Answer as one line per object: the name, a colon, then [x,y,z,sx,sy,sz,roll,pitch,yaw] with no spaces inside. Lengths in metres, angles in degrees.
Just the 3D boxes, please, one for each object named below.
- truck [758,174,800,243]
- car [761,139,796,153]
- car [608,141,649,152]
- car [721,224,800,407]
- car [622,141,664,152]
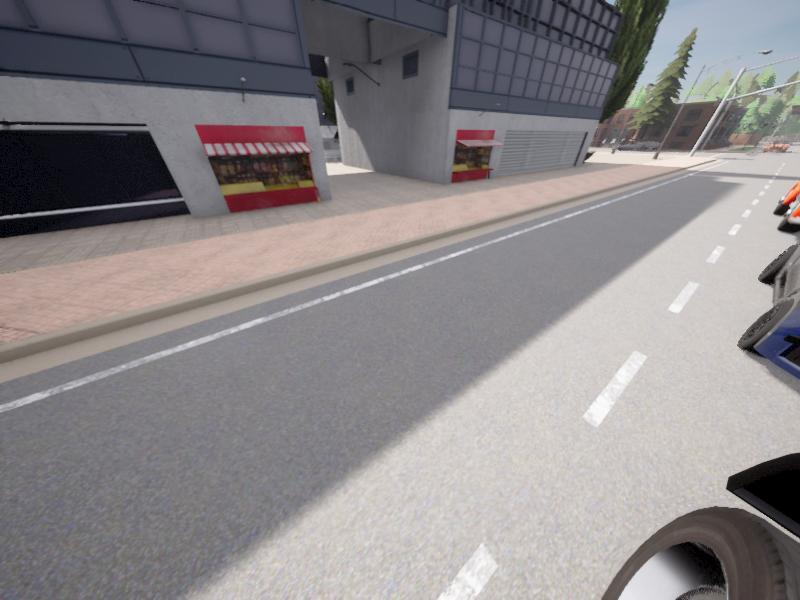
truck: [12.734,-3.034,5.983,5.204,2.467,2.627,-22,41,-28]
car: [59.272,-24.112,36.149,4.553,1.767,2.097,-22,41,-28]
car: [40.409,-27.201,40.959,2.007,1.525,4.514,-22,41,-28]
car: [6.274,-0.086,2.547,4.611,1.667,2.242,-22,41,-28]
car: [43.902,-27.871,41.865,2.163,1.488,4.792,-22,41,-28]
